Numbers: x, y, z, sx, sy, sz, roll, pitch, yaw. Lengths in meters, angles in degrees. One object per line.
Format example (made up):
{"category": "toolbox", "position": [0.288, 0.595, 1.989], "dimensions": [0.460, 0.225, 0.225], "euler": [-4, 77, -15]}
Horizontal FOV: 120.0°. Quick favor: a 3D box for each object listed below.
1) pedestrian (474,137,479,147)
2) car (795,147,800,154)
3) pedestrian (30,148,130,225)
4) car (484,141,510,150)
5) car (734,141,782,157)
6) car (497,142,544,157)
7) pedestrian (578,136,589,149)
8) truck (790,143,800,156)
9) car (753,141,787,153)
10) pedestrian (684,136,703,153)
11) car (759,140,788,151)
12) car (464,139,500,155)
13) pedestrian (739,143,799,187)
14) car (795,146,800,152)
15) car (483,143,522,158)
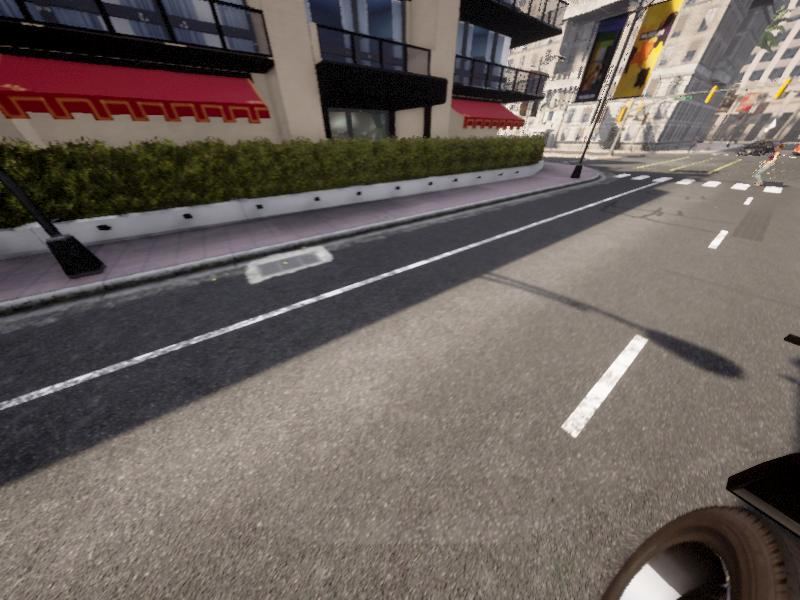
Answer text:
{"category": "pedestrian", "position": [18.079, -37.395, 54.565], "dimensions": [0.751, 1.860, 0.751], "euler": [1, 35, 3]}
{"category": "car", "position": [56.059, -20.829, 31.303], "dimensions": [5.238, 1.638, 1.930], "euler": [-23, 41, -28]}
{"category": "pedestrian", "position": [-9.018, -3.251, 6.654], "dimensions": [0.751, 1.860, 0.751], "euler": [-22, 41, -27]}
{"category": "car", "position": [18.474, -29.564, 44.147], "dimensions": [1.970, 1.475, 3.806], "euler": [-23, 41, -28]}
{"category": "car", "position": [43.748, -18.480, 28.241], "dimensions": [4.892, 1.490, 1.837], "euler": [-16, 39, -21]}
{"category": "car", "position": [15.880, -20.131, 30.814], "dimensions": [2.038, 1.542, 4.974], "euler": [-22, 41, -28]}
{"category": "pedestrian", "position": [32.631, -27.919, 41.047], "dimensions": [0.751, 1.860, 0.751], "euler": [-21, 40, -26]}
{"category": "truck", "position": [50.446, -18.839, 27.834], "dimensions": [5.204, 2.467, 2.627], "euler": [-23, 41, -28]}
{"category": "car", "position": [54.231, -22.452, 33.825], "dimensions": [5.357, 1.411, 2.033], "euler": [-22, 41, -28]}
{"category": "pedestrian", "position": [40.712, -21.605, 32.057], "dimensions": [0.751, 1.860, 0.751], "euler": [-24, 42, -29]}
{"category": "car", "position": [60.948, -25.214, 37.678], "dimensions": [4.181, 1.385, 1.994], "euler": [-23, 41, -28]}
{"category": "car", "position": [12.291, -23.215, 34.901], "dimensions": [1.932, 1.855, 4.605], "euler": [-22, 41, -28]}
{"category": "pedestrian", "position": [18.463, -6.771, 11.609], "dimensions": [0.751, 1.860, 0.751], "euler": [-22, 41, -28]}
{"category": "car", "position": [62.340, -23.311, 34.978], "dimensions": [4.181, 1.385, 1.994], "euler": [-22, 41, -27]}
{"category": "car", "position": [12.917, -19.018, 29.321], "dimensions": [1.970, 1.475, 3.806], "euler": [-22, 41, -28]}
